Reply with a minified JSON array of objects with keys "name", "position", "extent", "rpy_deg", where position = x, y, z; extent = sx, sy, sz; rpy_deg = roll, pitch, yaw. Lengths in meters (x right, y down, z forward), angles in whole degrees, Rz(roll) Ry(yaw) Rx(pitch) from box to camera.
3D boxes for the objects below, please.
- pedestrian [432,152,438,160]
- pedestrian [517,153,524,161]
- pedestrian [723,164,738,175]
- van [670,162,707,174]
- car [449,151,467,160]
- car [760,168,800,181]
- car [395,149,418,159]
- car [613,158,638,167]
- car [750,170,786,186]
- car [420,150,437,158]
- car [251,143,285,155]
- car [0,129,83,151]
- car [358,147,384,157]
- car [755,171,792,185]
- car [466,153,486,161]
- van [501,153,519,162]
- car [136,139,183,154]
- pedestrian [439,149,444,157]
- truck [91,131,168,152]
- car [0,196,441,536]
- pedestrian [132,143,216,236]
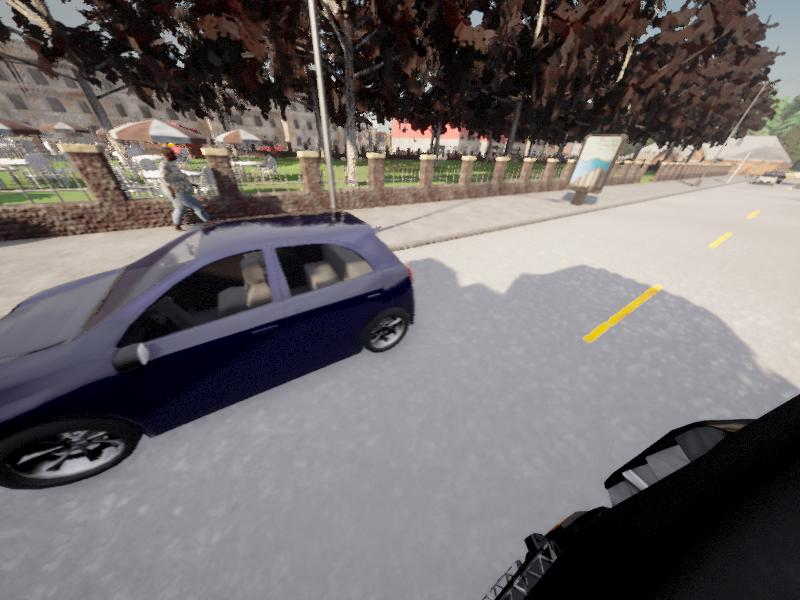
[{"name":"pedestrian","position":[7.084,-29.125,46.646],"extent":[0.751,1.300,0.751],"rpy_deg":[-13,37,-23]},{"name":"pedestrian","position":[31.606,-37.478,60.515],"extent":[0.751,1.860,0.751],"rpy_deg":[-18,39,-28]},{"name":"pedestrian","position":[63.181,-24.935,44.163],"extent":[0.751,1.860,0.751],"rpy_deg":[-17,39,-27]},{"name":"van","position":[63.825,-29.239,51.163],"extent":[1.775,1.987,4.442],"rpy_deg":[-18,39,-28]},{"name":"car","position":[13.919,-34.777,55.618],"extent":[3.705,1.549,1.789],"rpy_deg":[-17,39,-28]},{"name":"car","position":[67.071,-22.068,40.653],"extent":[1.801,1.575,5.366],"rpy_deg":[19,37,24]},{"name":"car","position":[1.409,-30.783,48.720],"extent":[4.514,1.525,2.007],"rpy_deg":[-18,39,-28]},{"name":"car","position":[60.100,-36.653,61.631],"extent":[1.905,1.878,3.866],"rpy_deg":[-18,39,-28]},{"name":"car","position":[46.344,-15.364,29.081],"extent":[3.633,1.501,1.845],"rpy_deg":[-19,39,-29]},{"name":"car","position":[6.784,-35.119,55.582],"extent":[3.633,1.501,1.845],"rpy_deg":[-17,40,-28]},{"name":"car","position":[-22.470,-25.807,39.449],"extent":[4.514,1.525,2.007],"rpy_deg":[-18,39,-28]},{"name":"car","position":[-39.992,-17.832,25.862],"extent":[4.605,1.855,1.932],"rpy_deg":[-18,39,-28]},{"name":"car","position":[-6.074,-31.025,48.522],"extent":[4.902,1.511,2.128],"rpy_deg":[-18,39,-28]},{"name":"car","position":[52.061,-17.051,32.165],"extent":[5.357,1.411,2.033],"rpy_deg":[-18,39,-28]},{"name":"car","position":[19.457,-36.332,58.821],"extent":[4.892,1.490,1.837],"rpy_deg":[-18,39,-28]},{"name":"van","position":[31.053,-40.237,65.073],"extent":[4.480,2.038,2.069],"rpy_deg":[-18,39,-28]},{"name":"car","position":[-31.496,-20.234,30.463],"extent":[3.806,1.475,1.970],"rpy_deg":[-18,39,-29]},{"name":"pedestrian","position":[11.125,-39.503,61.980],"extent":[0.751,1.860,0.751],"rpy_deg":[-5,35,-12]},{"name":"truck","position":[-36.455,-21.582,31.541],"extent":[6.274,2.098,2.390],"rpy_deg":[-18,39,-28]},{"name":"car","position":[-1.657,-0.009,2.433],"extent":[3.633,1.501,1.845],"rpy_deg":[-18,39,-28]},{"name":"pedestrian","position":[-5.250,-2.625,5.544],"extent":[0.751,1.860,0.751],"rpy_deg":[-18,39,-28]}]
